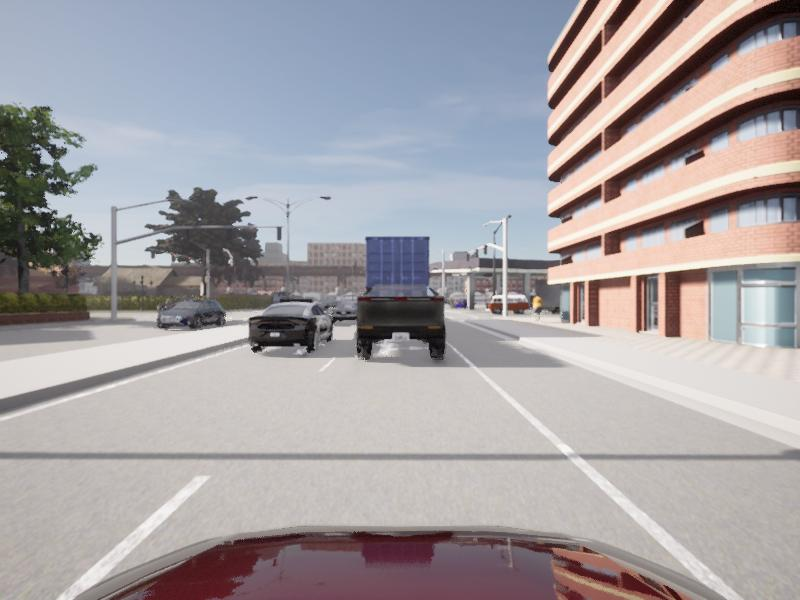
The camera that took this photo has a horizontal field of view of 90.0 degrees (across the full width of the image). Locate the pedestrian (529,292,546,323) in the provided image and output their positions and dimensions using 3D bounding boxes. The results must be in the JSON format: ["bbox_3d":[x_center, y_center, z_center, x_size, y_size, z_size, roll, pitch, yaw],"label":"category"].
[{"bbox_3d":[8.367,0.444,24.354,0.751,1.860,0.751,0,0,-2],"label":"pedestrian"}]

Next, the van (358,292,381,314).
[{"bbox_3d":[-3.565,0.341,48.253,2.351,2.431,6.366,0,0,0],"label":"van"}]

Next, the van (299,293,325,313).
[{"bbox_3d":[-11.231,0.338,51.524,2.351,2.431,6.366,0,0,-5],"label":"van"}]

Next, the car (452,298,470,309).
[{"bbox_3d":[9.621,0.590,63.394,2.242,1.667,4.611,0,0,0],"label":"car"}]

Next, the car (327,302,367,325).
[{"bbox_3d":[-3.537,0.874,27.585,2.033,1.411,5.357,0,0,0],"label":"car"}]

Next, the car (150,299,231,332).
[{"bbox_3d":[-11.528,0.760,22.484,2.033,1.649,4.856,0,0,0],"label":"car"}]

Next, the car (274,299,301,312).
[{"bbox_3d":[-15.073,0.739,53.820,2.152,1.651,5.027,0,0,0],"label":"car"}]

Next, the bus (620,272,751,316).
[{"bbox_3d":[28.306,-0.564,40.099,10.273,4.253,3.944,0,0,-1],"label":"bus"}]

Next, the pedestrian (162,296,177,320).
[{"bbox_3d":[-18.181,0.613,31.593,0.751,1.860,0.751,0,0,4],"label":"pedestrian"}]

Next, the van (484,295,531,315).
[{"bbox_3d":[11.556,0.538,43.199,4.480,2.038,2.069,0,0,-2],"label":"van"}]

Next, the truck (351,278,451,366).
[{"bbox_3d":[0.020,0.531,12.709,2.390,2.098,6.274,0,0,0],"label":"truck"}]

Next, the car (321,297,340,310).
[{"bbox_3d":[-11.586,0.516,66.798,2.150,2.045,5.566,0,0,0],"label":"car"}]

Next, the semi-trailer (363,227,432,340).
[{"bbox_3d":[-0.064,-0.640,22.842,2.717,4.402,14.254,0,0,0],"label":"semi-trailer"}]

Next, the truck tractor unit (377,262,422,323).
[{"bbox_3d":[-0.045,-0.545,30.754,3.053,4.208,6.516,0,0,0],"label":"truck tractor unit"}]

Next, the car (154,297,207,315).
[{"bbox_3d":[-23.637,0.618,43.286,4.605,1.855,1.932,0,1,-7],"label":"car"}]

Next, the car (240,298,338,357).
[{"bbox_3d":[-3.519,0.760,13.803,1.930,1.638,5.238,0,0,0],"label":"car"}]
